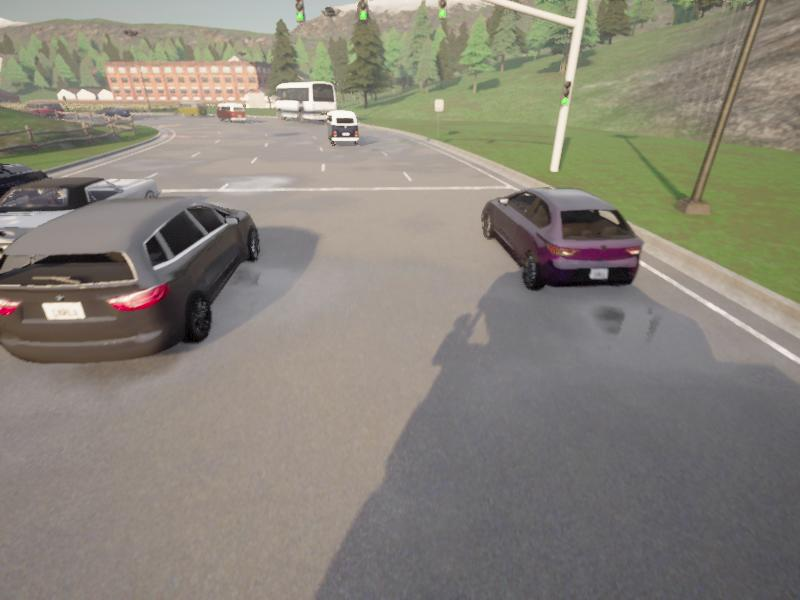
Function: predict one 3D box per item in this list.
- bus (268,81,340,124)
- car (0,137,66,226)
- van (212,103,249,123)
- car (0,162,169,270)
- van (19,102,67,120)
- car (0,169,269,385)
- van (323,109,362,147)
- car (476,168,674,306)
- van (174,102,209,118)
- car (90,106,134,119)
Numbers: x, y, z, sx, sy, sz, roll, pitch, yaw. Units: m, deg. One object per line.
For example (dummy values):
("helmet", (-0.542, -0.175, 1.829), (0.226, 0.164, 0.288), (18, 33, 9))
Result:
("bus", (-11.742, -23.772, 48.204), (3.944, 4.253, 10.273), (-18, 32, -35))
("car", (-11.335, -3.067, 10.479), (1.905, 1.878, 3.866), (-3, 28, -6))
("van", (-20.172, -22.264, 47.653), (4.480, 2.038, 2.069), (24, 34, 38))
("car", (-7.658, -2.250, 9.555), (1.895, 1.301, 4.718), (-2, 27, -5))
("van", (-47.176, -25.030, 52.957), (4.442, 1.987, 1.775), (4, 27, 7))
("car", (-3.860, -0.827, 6.394), (2.242, 1.667, 4.611), (-2, 27, -4))
("van", (-4.041, -11.942, 27.637), (2.069, 2.038, 4.480), (-6, 28, -13))
("car", (2.979, -1.537, 8.025), (1.816, 1.474, 4.193), (-2, 27, -4))
("van", (-30.144, -27.536, 57.924), (4.442, 1.987, 1.775), (13, 30, 23))
("car", (-39.299, -25.613, 54.691), (4.792, 1.488, 2.163), (9, 28, 17))
